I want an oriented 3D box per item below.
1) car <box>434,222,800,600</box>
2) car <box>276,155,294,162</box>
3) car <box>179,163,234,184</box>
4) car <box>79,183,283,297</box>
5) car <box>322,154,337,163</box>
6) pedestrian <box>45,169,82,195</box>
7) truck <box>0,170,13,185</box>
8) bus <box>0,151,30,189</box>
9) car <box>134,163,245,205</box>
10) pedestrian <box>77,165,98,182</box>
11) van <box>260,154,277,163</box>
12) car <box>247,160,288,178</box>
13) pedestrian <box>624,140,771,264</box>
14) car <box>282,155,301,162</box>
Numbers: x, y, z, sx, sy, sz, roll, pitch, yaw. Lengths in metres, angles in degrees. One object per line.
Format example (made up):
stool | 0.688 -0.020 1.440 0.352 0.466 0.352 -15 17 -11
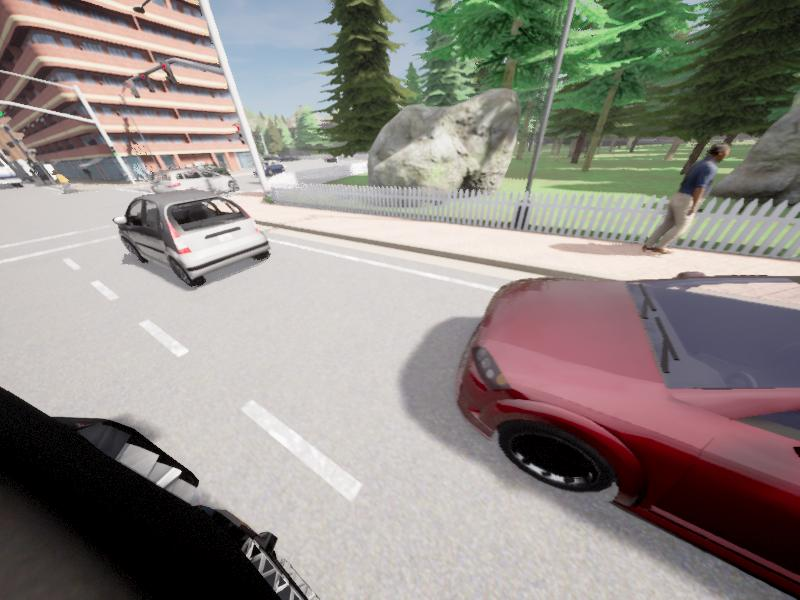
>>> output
car | 2.595 0.646 1.549 4.181 1.385 1.994 16 38 27
car | -32.398 -39.852 65.231 4.892 1.490 1.837 16 38 27
car | -19.880 -13.190 23.958 1.789 1.549 3.705 8 35 17
car | -5.101 -1.695 5.483 3.988 1.617 1.851 16 38 26
car | -15.125 -30.295 49.405 2.038 1.542 4.974 -16 36 -19
pedestrian | -28.904 -10.146 19.866 0.751 1.860 0.751 5 34 12
truck | -65.734 -20.269 36.355 8.468 3.827 2.891 16 38 27
bus | -54.231 -17.012 30.133 10.273 4.253 3.944 16 38 27
car | -12.818 -7.445 14.643 2.242 1.667 4.611 4 35 11
pedestrian | -39.927 -16.164 29.558 0.751 1.860 0.751 18 39 28
van | -39.124 -42.046 68.641 4.442 1.987 1.775 16 38 27
car | -15.204 -15.224 26.720 1.970 1.475 3.806 3 34 10
pedestrian | 5.054 -1.718 4.153 0.751 1.860 0.751 15 38 26
car | -32.232 -42.027 68.584 5.357 1.411 2.033 16 38 27
